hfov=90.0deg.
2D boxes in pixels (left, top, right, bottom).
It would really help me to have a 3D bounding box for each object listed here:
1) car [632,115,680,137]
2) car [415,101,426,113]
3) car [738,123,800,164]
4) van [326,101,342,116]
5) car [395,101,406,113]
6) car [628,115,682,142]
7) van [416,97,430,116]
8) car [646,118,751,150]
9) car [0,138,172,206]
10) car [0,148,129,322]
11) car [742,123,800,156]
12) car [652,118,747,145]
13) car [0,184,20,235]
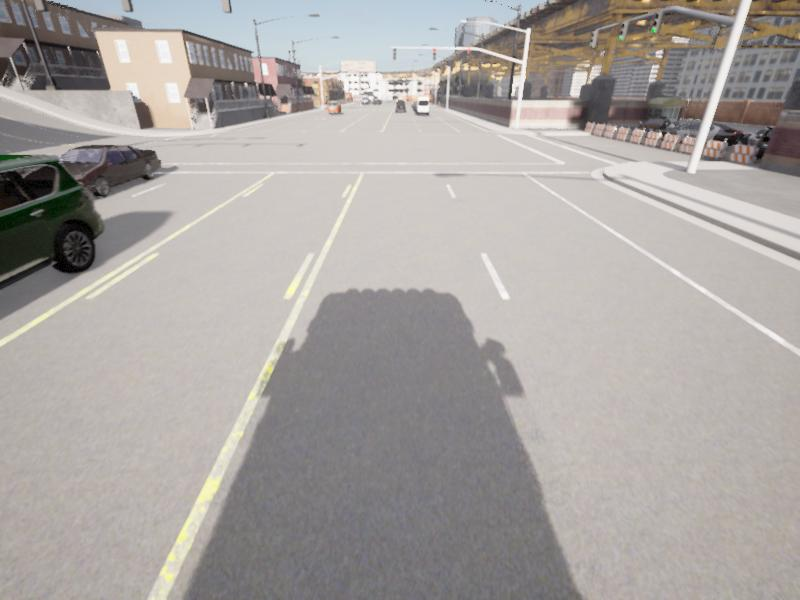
[{"bbox_3d":[19.533,-13.297,30.482,1.853,1.218,4.536,24,35,38],"label":"car"},{"bbox_3d":[3.651,-34.726,71.953,1.905,1.878,3.866,0,27,0],"label":"car"},{"bbox_3d":[20.279,-8.566,21.655,2.038,1.542,4.974,14,30,25],"label":"car"},{"bbox_3d":[-10.367,-30.324,63.157,1.775,1.987,4.442,0,27,0],"label":"van"},{"bbox_3d":[0.151,-34.608,71.691,1.905,1.878,3.866,0,27,0],"label":"car"},{"bbox_3d":[19.497,-13.140,30.521,2.038,1.542,4.974,24,35,38],"label":"car"},{"bbox_3d":[3.641,-31.261,64.453,1.988,2.561,5.915,0,27,0],"label":"van"},{"bbox_3d":[19.500,-11.029,26.425,2.038,1.542,4.974,-18,33,-32],"label":"car"},{"bbox_3d":[-10.498,-4.702,14.103,2.033,1.411,5.357,-1,27,-2],"label":"car"},{"bbox_3d":[-6.987,-0.762,5.771,2.150,2.045,5.566,0,27,0],"label":"car"},{"bbox_3d":[20.305,-8.727,21.623,1.853,1.218,4.536,14,30,25],"label":"car"},{"bbox_3d":[19.531,-11.149,26.316,1.853,1.218,4.536,-18,33,-32],"label":"car"},{"bbox_3d":[-10.483,-1.525,7.496,2.097,1.767,4.553,0,27,0],"label":"car"}]
